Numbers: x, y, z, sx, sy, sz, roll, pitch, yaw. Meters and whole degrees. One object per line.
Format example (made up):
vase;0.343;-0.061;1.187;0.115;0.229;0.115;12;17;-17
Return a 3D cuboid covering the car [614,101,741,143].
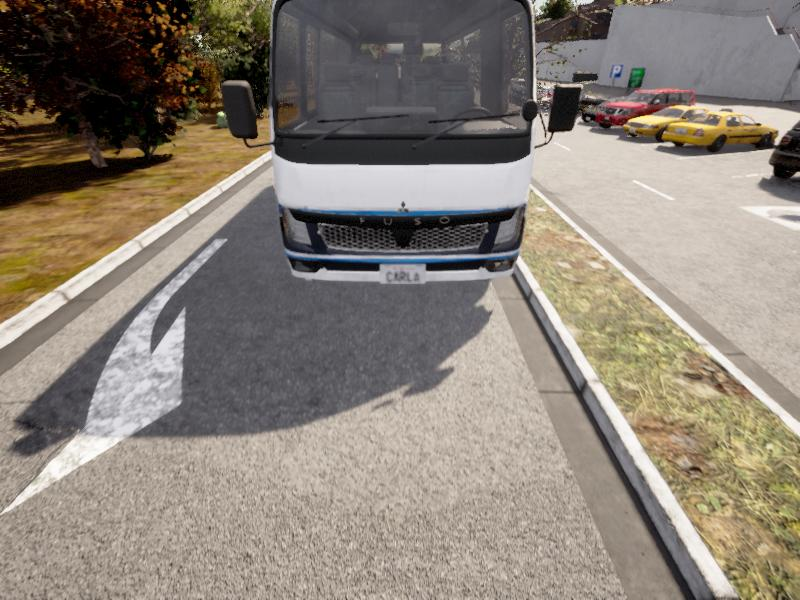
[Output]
car;13.592;-8.801;19.669;5.366;1.575;1.946;-10;32;-18

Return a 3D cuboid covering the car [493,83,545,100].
car;13.547;-23.832;45.660;5.366;1.575;1.946;-10;32;-18

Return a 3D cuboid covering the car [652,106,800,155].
car;13.944;-7.363;17.190;5.366;1.575;1.946;-10;31;-18

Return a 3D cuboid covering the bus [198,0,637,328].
bus;0.121;-4.051;8.743;3.944;4.253;10.273;0;30;0

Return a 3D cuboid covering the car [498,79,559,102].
car;13.752;-22.565;43.010;5.566;2.045;2.435;-10;32;-18

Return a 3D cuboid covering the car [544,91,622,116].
car;13.740;-14.818;30.135;5.008;1.535;2.097;-10;31;-18

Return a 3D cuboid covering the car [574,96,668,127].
car;13.730;-11.794;24.934;4.792;1.488;2.163;-10;32;-18

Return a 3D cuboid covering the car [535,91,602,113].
car;13.745;-16.280;32.756;4.674;1.452;2.002;-10;32;-18

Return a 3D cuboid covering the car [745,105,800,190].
car;13.807;-4.548;11.828;5.566;2.045;2.435;-10;31;-18

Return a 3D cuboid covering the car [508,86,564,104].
car;13.754;-20.812;40.560;4.792;1.488;2.163;-10;32;-18

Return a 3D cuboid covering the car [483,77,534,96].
car;13.687;-27.113;50.753;5.566;2.045;2.435;-10;33;-18

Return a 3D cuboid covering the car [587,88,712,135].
car;13.740;-10.538;22.191;5.566;2.045;2.435;-10;32;-18

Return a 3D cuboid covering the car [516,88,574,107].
car;13.735;-19.280;37.952;4.674;1.452;2.002;-10;32;-18

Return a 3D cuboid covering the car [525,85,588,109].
car;13.770;-17.929;35.280;4.553;1.767;2.185;-10;32;-18
